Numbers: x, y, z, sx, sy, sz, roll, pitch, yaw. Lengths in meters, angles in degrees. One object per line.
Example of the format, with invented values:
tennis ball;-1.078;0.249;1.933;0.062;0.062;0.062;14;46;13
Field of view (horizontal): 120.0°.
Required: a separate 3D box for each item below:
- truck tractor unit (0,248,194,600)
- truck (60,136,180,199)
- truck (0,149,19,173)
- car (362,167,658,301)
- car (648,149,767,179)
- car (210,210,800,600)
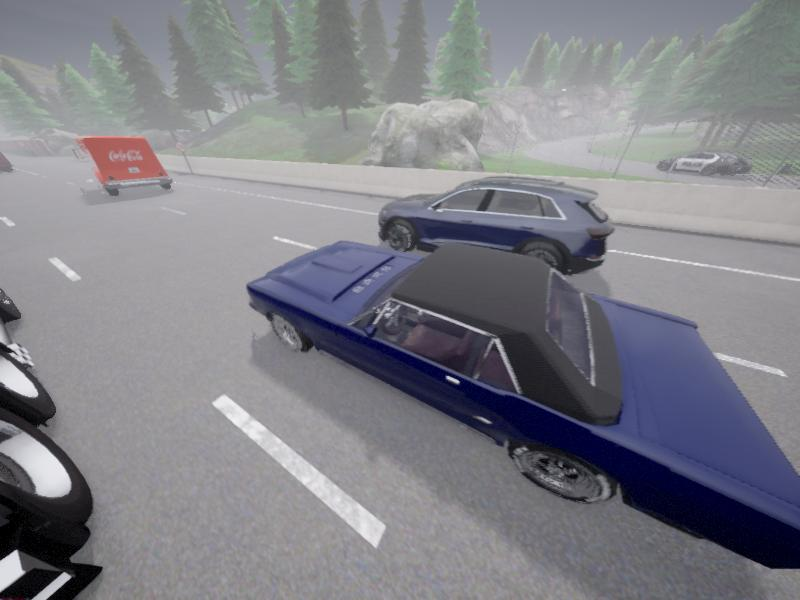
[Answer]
truck tractor unit;-5.083;-0.328;0.818;6.516;4.208;3.053;20;39;25
truck;-15.014;-7.305;12.454;5.204;2.467;2.627;23;41;29
truck;-39.729;-13.957;21.010;8.468;3.827;2.891;18;39;24
car;1.785;-1.846;5.212;4.856;1.649;2.033;18;39;24
car;22.363;-10.296;17.275;2.038;1.542;4.974;-4;35;-5
car;0.389;0.143;2.656;4.718;1.301;1.895;18;39;24
